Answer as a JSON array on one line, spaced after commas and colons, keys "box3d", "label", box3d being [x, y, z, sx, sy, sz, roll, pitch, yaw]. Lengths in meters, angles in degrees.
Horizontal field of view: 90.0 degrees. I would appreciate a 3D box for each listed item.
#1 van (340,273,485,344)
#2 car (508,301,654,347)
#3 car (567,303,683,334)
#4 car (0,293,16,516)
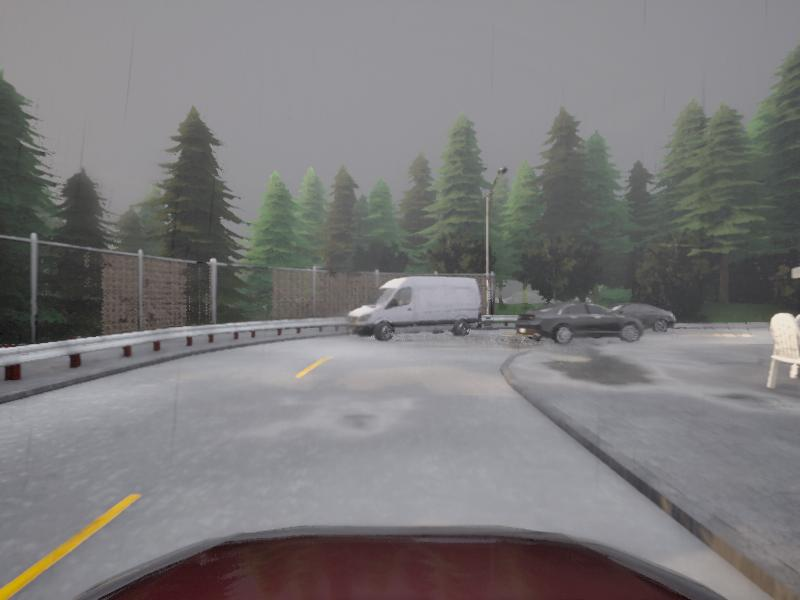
[{"box3d": [0.615, 0.319, 16.843, 5.915, 2.561, 1.988, 0, -1, -30], "label": "van"}, {"box3d": [6.781, 0.842, 15.099, 4.892, 1.490, 1.837, 0, -1, -15], "label": "car"}, {"box3d": [10.834, 0.863, 19.489, 4.674, 1.442, 1.812, 0, 0, -1], "label": "car"}, {"box3d": [-4.037, 0.780, 0.573, 2.152, 1.651, 5.027, 0, 0, 0], "label": "car"}]
